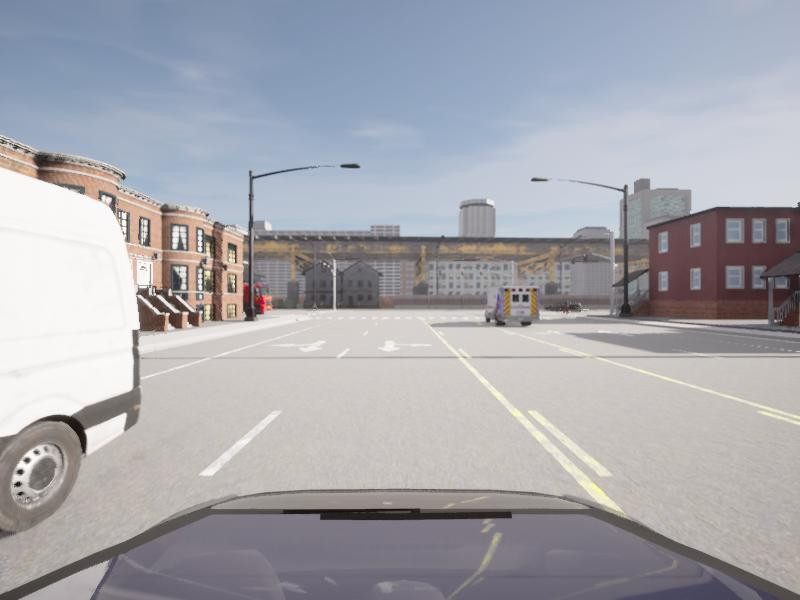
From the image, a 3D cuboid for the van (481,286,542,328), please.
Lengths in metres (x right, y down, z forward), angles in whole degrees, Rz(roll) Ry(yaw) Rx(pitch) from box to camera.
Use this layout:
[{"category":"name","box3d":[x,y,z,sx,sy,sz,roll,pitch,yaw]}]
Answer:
[{"category":"van","box3d":[7.171,0.411,26.591,2.351,2.431,6.366,0,0,0]}]

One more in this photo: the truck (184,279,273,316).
[{"category":"truck","box3d":[-18.555,-0.267,43.665,8.468,3.827,2.891,0,0,0]}]

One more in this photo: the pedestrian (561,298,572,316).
[{"category":"pedestrian","box3d":[16.807,0.687,40.375,0.751,1.860,0.751,0,0,0]}]

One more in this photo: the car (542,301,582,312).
[{"category":"car","box3d":[23.157,0.912,57.326,4.892,1.490,1.837,-1,0,0]}]

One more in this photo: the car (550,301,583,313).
[{"category":"car","box3d":[22.327,0.883,53.832,3.705,1.549,1.789,0,0,0]}]

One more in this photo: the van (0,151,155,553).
[{"category":"van","box3d":[-3.572,0.326,1.168,1.988,2.561,5.915,0,0,1]}]
